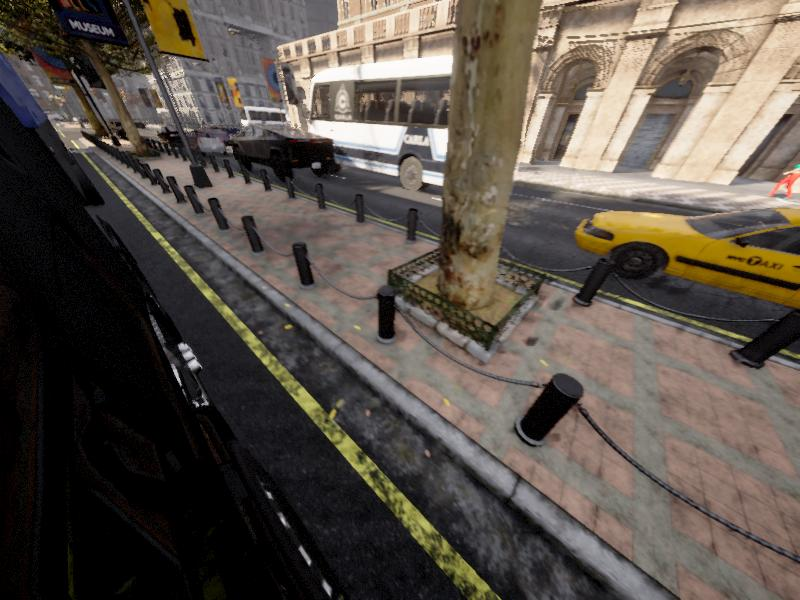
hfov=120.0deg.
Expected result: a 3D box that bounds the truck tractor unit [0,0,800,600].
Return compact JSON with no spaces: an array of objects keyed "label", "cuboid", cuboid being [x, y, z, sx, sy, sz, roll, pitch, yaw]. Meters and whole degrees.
[{"label":"truck tractor unit","cuboid":[-2.645,-0.295,0.351,6.516,4.208,3.053,28,44,30]}]

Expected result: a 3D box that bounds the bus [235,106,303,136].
[{"label":"bus","cuboid":[-25.362,-35.073,45.556,3.944,4.253,10.273,28,43,30]}]

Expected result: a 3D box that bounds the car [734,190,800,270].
[{"label":"car","cuboid":[10.815,-0.897,4.467,4.718,1.301,1.895,28,44,30]}]

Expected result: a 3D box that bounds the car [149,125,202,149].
[{"label":"car","cuboid":[-20.690,-15.019,21.243,4.902,1.511,2.128,28,44,30]}]

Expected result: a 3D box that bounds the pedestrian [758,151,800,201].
[{"label":"pedestrian","cuboid":[17.804,-5.613,10.467,0.751,1.860,0.751,-29,47,-35]}]

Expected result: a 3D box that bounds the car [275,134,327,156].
[{"label":"car","cuboid":[-8.870,-13.912,20.675,4.718,1.301,1.895,28,43,30]}]

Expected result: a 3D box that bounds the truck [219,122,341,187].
[{"label":"truck","cuboid":[-6.046,-7.469,11.545,6.274,2.098,2.390,28,43,30]}]

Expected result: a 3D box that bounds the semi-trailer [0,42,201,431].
[{"label":"semi-trailer","cuboid":[-8.689,-3.603,4.249,14.254,4.402,2.717,28,44,30]}]

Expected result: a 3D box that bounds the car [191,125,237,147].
[{"label":"car","cuboid":[-19.329,-17.076,23.991,4.856,1.649,2.033,28,44,30]}]

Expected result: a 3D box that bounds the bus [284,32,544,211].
[{"label":"bus","cuboid":[-0.241,-7.878,10.673,10.273,4.253,3.944,29,44,29]}]

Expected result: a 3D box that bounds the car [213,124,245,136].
[{"label":"car","cuboid":[-28.562,-28.427,38.698,1.789,1.549,3.705,28,44,30]}]

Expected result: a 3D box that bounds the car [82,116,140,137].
[{"label":"car","cuboid":[-35.801,-21.511,28.692,4.605,1.855,1.932,9,36,9]}]

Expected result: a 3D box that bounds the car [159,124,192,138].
[{"label":"car","cuboid":[-30.496,-22.910,31.331,4.181,1.385,1.994,28,44,30]}]

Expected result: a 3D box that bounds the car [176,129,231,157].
[{"label":"car","cuboid":[-14.752,-11.870,17.375,3.633,1.501,1.845,28,43,30]}]

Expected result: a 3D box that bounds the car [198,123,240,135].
[{"label":"car","cuboid":[-31.479,-29.815,40.353,1.801,1.575,5.366,30,45,32]}]

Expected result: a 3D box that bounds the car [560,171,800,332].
[{"label":"car","cuboid":[6.136,-0.770,3.769,5.366,1.575,1.801,28,44,30]}]

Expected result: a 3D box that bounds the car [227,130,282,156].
[{"label":"car","cuboid":[-12.321,-13.291,19.467,4.892,1.490,1.837,28,44,30]}]

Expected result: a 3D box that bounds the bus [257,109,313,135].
[{"label":"bus","cuboid":[-26.076,-40.898,53.326,3.944,4.253,10.273,28,44,30]}]

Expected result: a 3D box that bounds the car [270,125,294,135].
[{"label":"car","cuboid":[-25.641,-37.018,50.363,1.851,1.617,3.988,28,43,30]}]
